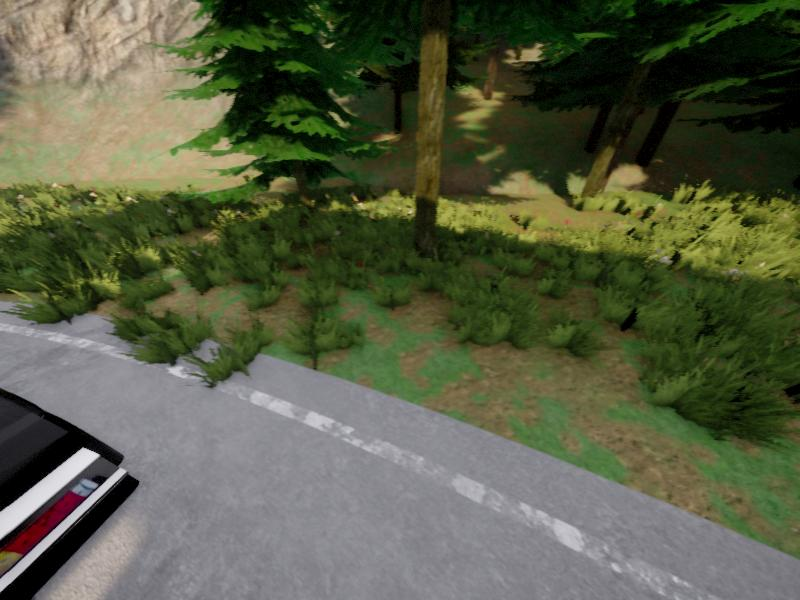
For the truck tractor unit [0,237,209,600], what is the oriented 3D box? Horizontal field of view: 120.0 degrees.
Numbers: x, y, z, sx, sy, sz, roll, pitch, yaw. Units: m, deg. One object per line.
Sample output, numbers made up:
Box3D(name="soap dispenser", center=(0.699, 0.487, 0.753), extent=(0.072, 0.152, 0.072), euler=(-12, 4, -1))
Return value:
Box3D(name="truck tractor unit", center=(-5.315, -0.013, 0.390), extent=(6.516, 4.208, 3.053), euler=(8, 36, 12))
